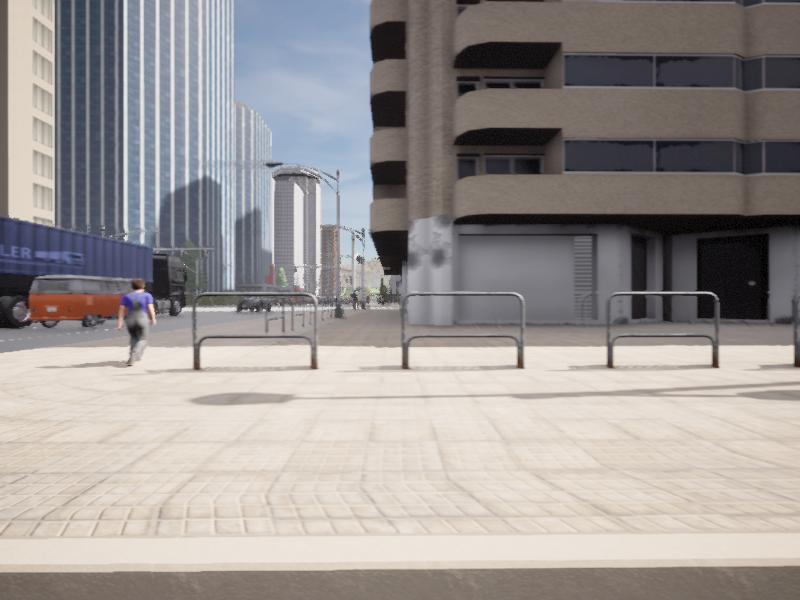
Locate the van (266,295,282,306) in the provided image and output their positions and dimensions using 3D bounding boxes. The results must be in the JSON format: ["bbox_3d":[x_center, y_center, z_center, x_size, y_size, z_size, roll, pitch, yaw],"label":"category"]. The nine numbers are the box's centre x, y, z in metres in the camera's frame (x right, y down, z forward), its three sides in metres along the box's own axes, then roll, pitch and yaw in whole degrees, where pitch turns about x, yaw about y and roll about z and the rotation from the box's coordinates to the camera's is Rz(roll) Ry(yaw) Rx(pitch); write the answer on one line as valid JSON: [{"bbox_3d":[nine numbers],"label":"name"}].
[{"bbox_3d":[-24.224,0.091,77.034,1.775,1.987,4.442,0,0,-1],"label":"van"}]

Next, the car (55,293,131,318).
[{"bbox_3d":[-19.425,0.335,25.536,1.970,1.475,3.806,0,0,-1],"label":"car"}]

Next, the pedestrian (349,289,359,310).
[{"bbox_3d":[-4.217,-0.050,36.710,0.751,1.860,0.751,0,0,4],"label":"pedestrian"}]

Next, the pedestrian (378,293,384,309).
[{"bbox_3d":[-2.201,0.099,46.397,0.751,1.860,0.751,0,0,0],"label":"pedestrian"}]

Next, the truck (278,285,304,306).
[{"bbox_3d":[-20.724,-0.835,76.737,2.891,3.827,8.468,0,0,-2],"label":"truck"}]

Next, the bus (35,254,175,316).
[{"bbox_3d":[-22.984,-1.050,32.401,3.944,4.253,10.273,0,0,-1],"label":"bus"}]

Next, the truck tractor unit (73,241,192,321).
[{"bbox_3d":[-15.896,-1.046,24.505,3.053,4.208,6.516,0,1,-1],"label":"truck tractor unit"}]

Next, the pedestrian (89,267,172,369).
[{"bbox_3d":[-3.671,0.226,5.527,0.751,1.300,0.751,0,0,-16],"label":"pedestrian"}]

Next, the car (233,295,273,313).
[{"bbox_3d":[-12.657,0.345,34.730,1.812,1.442,4.674,0,0,-1],"label":"car"}]

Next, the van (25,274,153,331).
[{"bbox_3d":[-12.191,0.071,16.128,1.775,1.987,4.442,0,0,-1],"label":"van"}]

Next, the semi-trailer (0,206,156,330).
[{"bbox_3d":[-15.691,-1.140,16.598,2.717,4.402,14.254,0,0,-1],"label":"semi-trailer"}]
